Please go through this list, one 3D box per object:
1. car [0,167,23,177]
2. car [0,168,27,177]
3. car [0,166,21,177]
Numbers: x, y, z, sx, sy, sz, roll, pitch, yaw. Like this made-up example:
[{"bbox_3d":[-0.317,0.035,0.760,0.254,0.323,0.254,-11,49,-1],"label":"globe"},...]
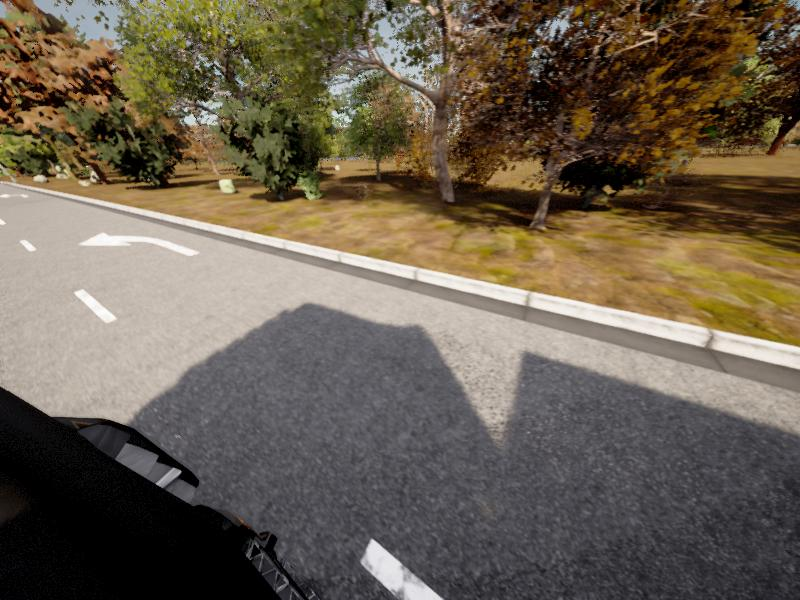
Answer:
[{"bbox_3d":[-91.938,-29.416,53.175,2.185,1.767,4.553,7,34,15],"label":"car"},{"bbox_3d":[-94.254,-30.315,54.934,1.946,1.575,5.366,7,34,15],"label":"car"},{"bbox_3d":[-89.566,-28.579,51.548,1.878,1.987,4.442,8,34,14],"label":"car"}]
